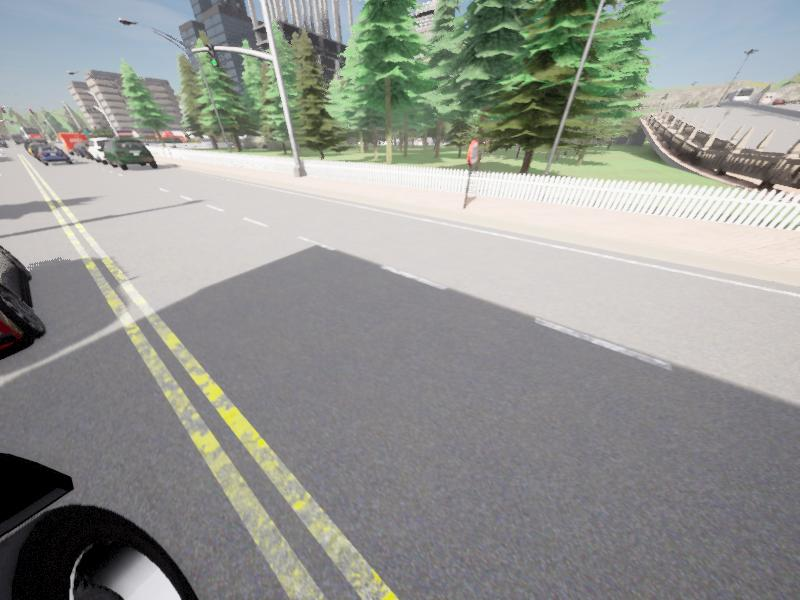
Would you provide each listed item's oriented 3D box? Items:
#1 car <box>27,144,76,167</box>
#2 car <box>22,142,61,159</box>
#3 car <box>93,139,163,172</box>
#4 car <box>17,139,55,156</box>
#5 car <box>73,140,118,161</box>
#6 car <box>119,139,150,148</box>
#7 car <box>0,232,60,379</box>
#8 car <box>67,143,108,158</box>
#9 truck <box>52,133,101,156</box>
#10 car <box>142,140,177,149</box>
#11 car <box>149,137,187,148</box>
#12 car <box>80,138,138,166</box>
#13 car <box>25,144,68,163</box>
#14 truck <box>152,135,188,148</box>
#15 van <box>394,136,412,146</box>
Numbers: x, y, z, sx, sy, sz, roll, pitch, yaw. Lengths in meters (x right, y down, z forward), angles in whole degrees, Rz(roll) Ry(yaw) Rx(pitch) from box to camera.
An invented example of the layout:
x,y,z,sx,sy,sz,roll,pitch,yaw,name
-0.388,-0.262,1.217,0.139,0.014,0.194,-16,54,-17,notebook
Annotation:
x,y,z,sx,sy,sz,roll,pitch,yaw,name
-32.250,-13.444,21.385,3.705,1.549,1.789,23,41,28,car
-43.049,-17.971,27.698,5.366,1.575,1.801,23,41,28,car
-22.369,-11.995,18.991,5.566,2.045,2.150,22,41,28,car
-48.765,-20.486,30.961,4.605,1.855,1.932,23,41,28,car
-34.186,-16.866,25.953,4.605,1.855,1.932,23,41,28,car
-59.813,-35.230,52.067,1.851,1.617,3.988,23,41,29,car
-6.381,-0.101,2.721,3.806,1.475,1.970,23,41,28,car
-39.489,-18.921,29.170,4.792,1.488,2.163,23,41,28,car
-44.663,-21.491,31.917,5.204,2.467,2.627,23,41,28,truck
-52.579,-34.022,50.532,2.163,1.488,4.792,22,40,27,car
-53.916,-36.705,53.841,2.150,2.045,5.566,22,40,27,car
-28.301,-14.472,22.459,5.566,2.045,2.150,23,41,28,car
-37.381,-15.556,24.409,4.193,1.474,1.816,23,41,28,car
-55.924,-38.763,56.391,2.627,2.467,5.204,22,40,27,truck
1.091,-55.093,79.978,5.915,2.561,1.988,8,36,11,van
